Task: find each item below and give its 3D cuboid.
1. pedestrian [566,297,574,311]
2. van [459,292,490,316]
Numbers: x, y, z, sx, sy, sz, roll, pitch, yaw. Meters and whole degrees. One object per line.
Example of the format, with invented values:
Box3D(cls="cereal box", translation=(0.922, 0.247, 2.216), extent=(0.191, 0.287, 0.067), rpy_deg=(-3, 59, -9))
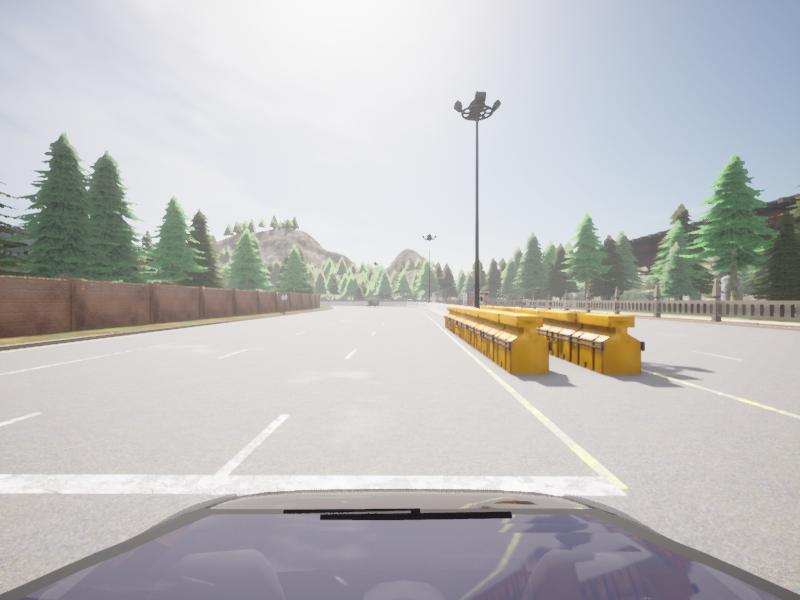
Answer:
Box3D(cls="pedestrian", translation=(22.623, 0.485, 53.394), extent=(0.751, 1.860, 0.751), rpy_deg=(0, 0, 0))
Box3D(cls="van", translation=(8.077, 0.378, 43.837), extent=(2.351, 2.431, 6.366), rpy_deg=(0, 0, 1))
